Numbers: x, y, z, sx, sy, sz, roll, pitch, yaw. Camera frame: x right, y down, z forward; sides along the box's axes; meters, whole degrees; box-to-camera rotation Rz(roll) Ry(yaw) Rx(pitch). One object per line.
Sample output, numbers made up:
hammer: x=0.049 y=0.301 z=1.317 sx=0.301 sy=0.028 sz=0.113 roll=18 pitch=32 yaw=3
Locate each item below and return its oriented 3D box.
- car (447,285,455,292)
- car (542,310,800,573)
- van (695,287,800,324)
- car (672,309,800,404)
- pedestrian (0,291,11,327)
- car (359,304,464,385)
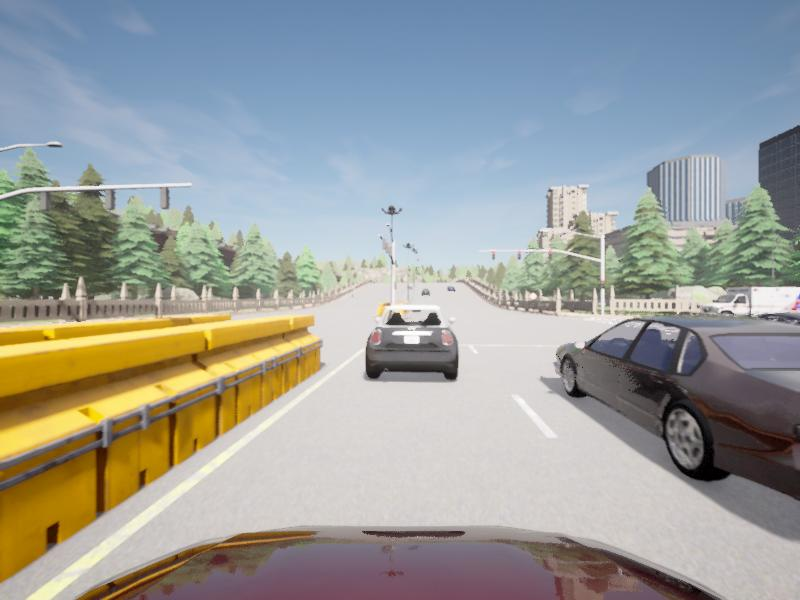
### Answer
car: x=14.256 y=-3.329 z=111.926 sx=2.163 sy=1.488 sz=4.792 roll=0 pitch=7 yaw=4
car: x=3.537 y=0.892 z=4.871 sx=2.033 sy=1.411 sz=5.357 roll=0 pitch=0 yaw=4
van: x=24.606 y=0.366 z=27.806 sx=6.366 sy=2.431 sz=2.351 roll=0 pitch=0 yaw=4
car: x=7.208 y=0.904 z=7.217 sx=1.994 sy=1.385 sz=4.181 roll=0 pitch=0 yaw=4
pedestrian: x=-21.366 y=0.470 z=21.198 sx=0.751 sy=1.860 sz=0.751 roll=0 pitch=0 yaw=5
car: x=0.347 y=0.848 z=9.416 sx=1.970 sy=1.475 sz=3.806 roll=0 pitch=0 yaw=4
